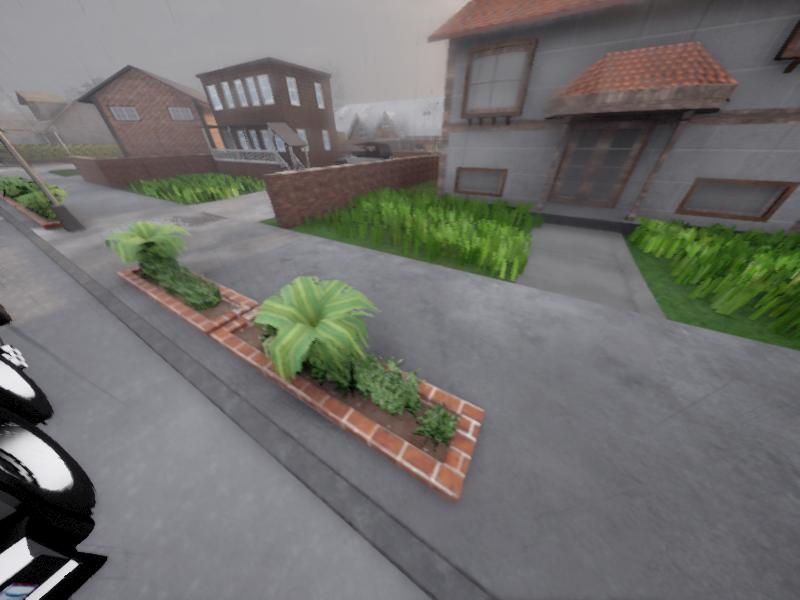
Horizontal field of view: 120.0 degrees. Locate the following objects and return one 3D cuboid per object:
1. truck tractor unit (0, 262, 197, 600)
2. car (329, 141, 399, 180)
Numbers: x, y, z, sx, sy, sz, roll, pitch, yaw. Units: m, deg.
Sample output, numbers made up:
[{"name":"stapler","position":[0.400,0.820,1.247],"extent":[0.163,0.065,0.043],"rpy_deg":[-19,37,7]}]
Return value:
[{"name":"truck tractor unit","position":[-5.113,-0.298,0.785],"extent":[6.516,4.208,3.053],"rpy_deg":[18,39,24]},{"name":"car","position":[-2.213,-8.928,14.638],"extent":[3.866,1.878,1.905],"rpy_deg":[18,39,25]}]
